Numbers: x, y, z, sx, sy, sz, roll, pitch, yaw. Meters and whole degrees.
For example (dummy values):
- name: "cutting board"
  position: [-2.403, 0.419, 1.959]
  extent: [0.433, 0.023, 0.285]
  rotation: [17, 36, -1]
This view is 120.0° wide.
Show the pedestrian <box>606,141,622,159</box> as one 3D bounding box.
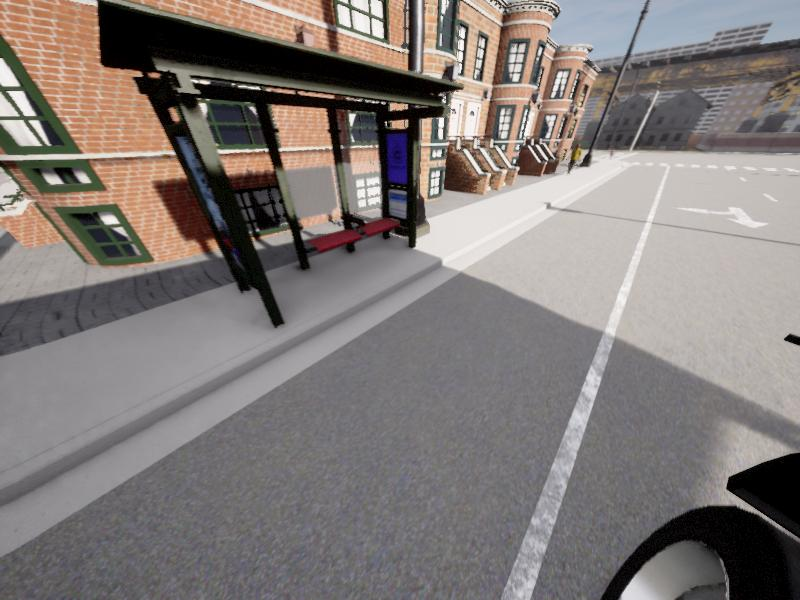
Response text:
- name: "pedestrian"
  position: [25.771, -18.082, 27.830]
  extent: [0.751, 1.860, 0.751]
  rotation: [26, 43, 32]

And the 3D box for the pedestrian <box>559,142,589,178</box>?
- name: "pedestrian"
  position: [10.809, -8.724, 14.378]
  extent: [0.751, 1.860, 0.751]
  rotation: [-27, 43, -33]
